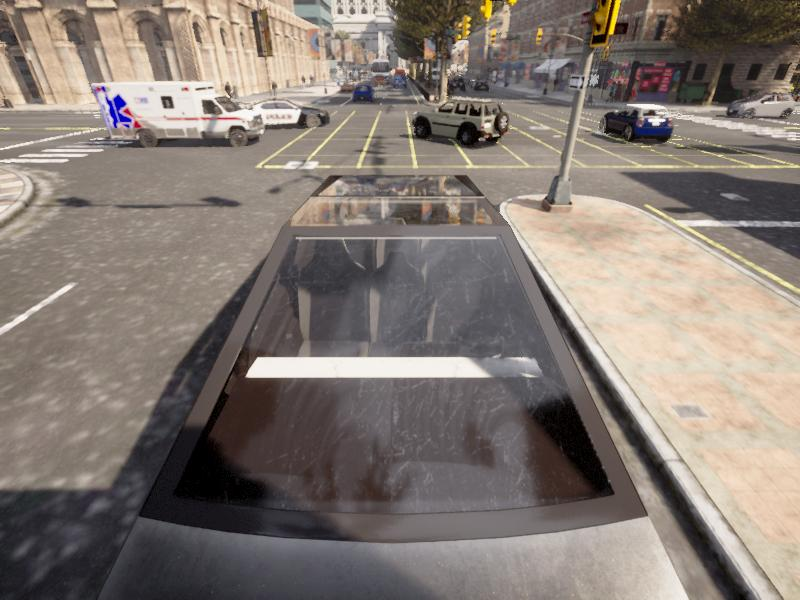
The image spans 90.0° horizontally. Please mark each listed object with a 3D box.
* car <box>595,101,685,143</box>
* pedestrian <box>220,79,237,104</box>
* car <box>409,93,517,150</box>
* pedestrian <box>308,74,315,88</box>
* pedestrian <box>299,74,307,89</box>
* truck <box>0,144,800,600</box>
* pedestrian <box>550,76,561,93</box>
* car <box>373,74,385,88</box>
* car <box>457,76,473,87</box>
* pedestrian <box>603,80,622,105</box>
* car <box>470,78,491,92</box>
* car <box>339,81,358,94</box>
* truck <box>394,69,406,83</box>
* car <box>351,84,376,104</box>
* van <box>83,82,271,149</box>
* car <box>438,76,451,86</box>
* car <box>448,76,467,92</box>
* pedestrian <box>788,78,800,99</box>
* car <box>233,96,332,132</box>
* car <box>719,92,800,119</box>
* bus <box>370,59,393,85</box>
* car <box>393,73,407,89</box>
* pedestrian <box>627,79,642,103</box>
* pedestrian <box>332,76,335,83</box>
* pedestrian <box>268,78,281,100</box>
[{"bbox_3d":[11.479,-8.738,19.521,1.970,1.475,3.806,0,30,0],"label":"car"},{"bbox_3d":[-15.103,-18.388,35.305,0.751,1.860,0.751,12,32,19],"label":"pedestrian"},{"bbox_3d":[2.707,-8.276,18.330,1.932,1.855,4.605,-24,38,-35],"label":"car"},{"bbox_3d":[-13.760,-34.272,62.505,0.751,1.860,0.751,0,30,-1],"label":"pedestrian"},{"bbox_3d":[-13.964,-31.510,57.775,0.751,1.860,0.751,2,30,3],"label":"pedestrian"},{"bbox_3d":[-0.025,0.176,3.672,2.390,2.098,6.274,0,30,0],"label":"truck"},{"bbox_3d":[19.301,-26.693,49.540,0.751,1.860,0.751,0,30,-1],"label":"pedestrian"},{"bbox_3d":[-3.512,-37.138,67.757,1.905,1.878,3.866,0,30,0],"label":"car"},{"bbox_3d":[11.490,-38.689,70.843,2.128,1.511,4.902,0,30,0],"label":"car"},{"bbox_3d":[18.382,-18.030,34.705,0.751,1.860,0.751,-7,31,-12],"label":"pedestrian"},{"bbox_3d":[11.489,-30.952,57.508,2.038,1.542,4.974,0,30,0],"label":"car"},{"bbox_3d":[-6.763,-28.017,52.696,1.895,1.301,4.718,0,30,0],"label":"car"},{"bbox_3d":[-0.007,-48.698,86.957,2.627,2.467,5.204,0,30,0],"label":"truck"},{"bbox_3d":[-3.494,-20.083,38.882,1.882,1.535,5.008,0,30,0],"label":"car"},{"bbox_3d":[-9.356,-8.102,17.482,6.366,2.431,2.351,0,30,0],"label":"van"},{"bbox_3d":[7.989,-39.637,72.424,1.816,1.474,4.193,0,30,0],"label":"car"},{"bbox_3d":[7.988,-30.263,55.979,1.932,1.855,4.605,0,30,0],"label":"car"},{"bbox_3d":[40.855,-21.740,41.068,0.751,1.860,0.751,12,32,20],"label":"pedestrian"},{"bbox_3d":[-6.553,-10.555,22.574,4.974,1.542,2.038,-8,31,-13],"label":"car"},{"bbox_3d":[24.259,-13.098,26.938,3.633,1.501,1.845,0,30,0],"label":"car"},{"bbox_3d":[-3.387,-43.993,77.127,3.944,4.253,10.273,0,30,0],"label":"bus"},{"bbox_3d":[-0.011,-34.534,63.132,2.150,2.045,5.566,0,30,0],"label":"car"},{"bbox_3d":[21.311,-18.995,36.360,0.751,1.860,0.751,13,33,21],"label":"pedestrian"},{"bbox_3d":[-13.542,-44.893,81.446,0.500,1.100,0.500,1,30,1],"label":"pedestrian"},{"bbox_3d":[-12.173,-20.422,38.790,0.751,1.860,0.751,5,31,8],"label":"pedestrian"}]
